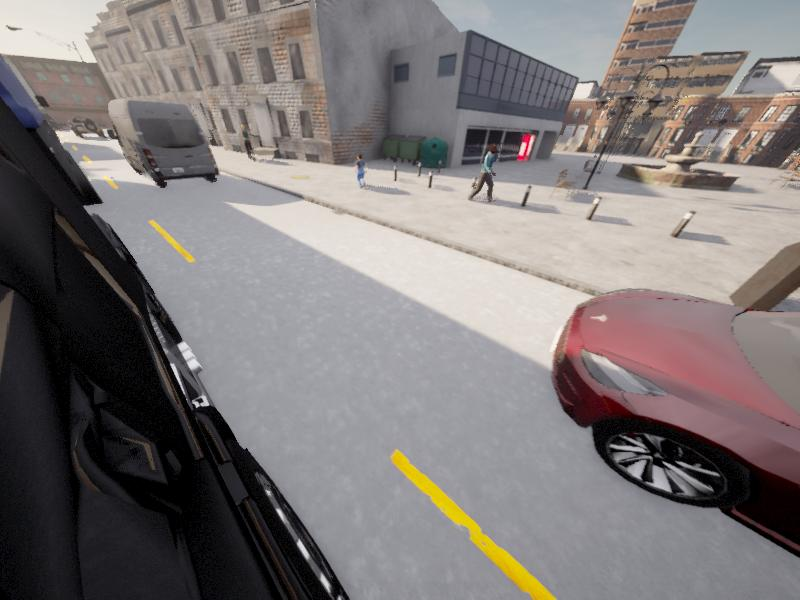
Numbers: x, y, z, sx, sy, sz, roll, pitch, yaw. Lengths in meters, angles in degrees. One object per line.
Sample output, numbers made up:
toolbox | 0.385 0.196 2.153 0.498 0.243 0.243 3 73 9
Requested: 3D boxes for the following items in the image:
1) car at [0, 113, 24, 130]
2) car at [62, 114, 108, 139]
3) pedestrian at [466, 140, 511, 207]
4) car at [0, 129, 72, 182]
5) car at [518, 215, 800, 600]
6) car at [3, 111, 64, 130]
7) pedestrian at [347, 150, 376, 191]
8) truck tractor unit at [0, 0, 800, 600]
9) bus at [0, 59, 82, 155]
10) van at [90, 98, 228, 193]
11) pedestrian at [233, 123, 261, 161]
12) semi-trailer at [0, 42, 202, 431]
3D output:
car | -50.371 -21.392 27.590 5.238 1.638 1.930 -18 41 -26
car | -33.298 -18.337 24.417 4.605 1.855 1.932 28 43 29
pedestrian | 2.975 -4.281 7.869 0.751 1.860 0.751 28 44 30
car | -16.344 -6.342 9.906 5.357 1.411 2.033 28 44 30
car | 3.662 1.076 1.223 4.792 1.488 2.163 28 43 29
car | -49.259 -24.194 31.193 3.866 1.878 1.905 0 36 -3
pedestrian | -1.497 -5.077 9.040 0.751 1.300 0.751 -25 45 -32
truck tractor unit | -2.645 -0.295 0.351 6.516 4.208 3.053 28 44 30
bus | -26.141 -12.605 15.248 10.273 4.253 3.944 28 44 30
van | -9.923 -6.443 9.499 5.915 2.561 1.988 28 43 29
pedestrian | -9.330 -9.607 14.114 0.751 1.860 0.751 -27 46 -34
semi-trailer | -8.701 -3.605 4.222 14.254 4.402 2.717 28 44 30
